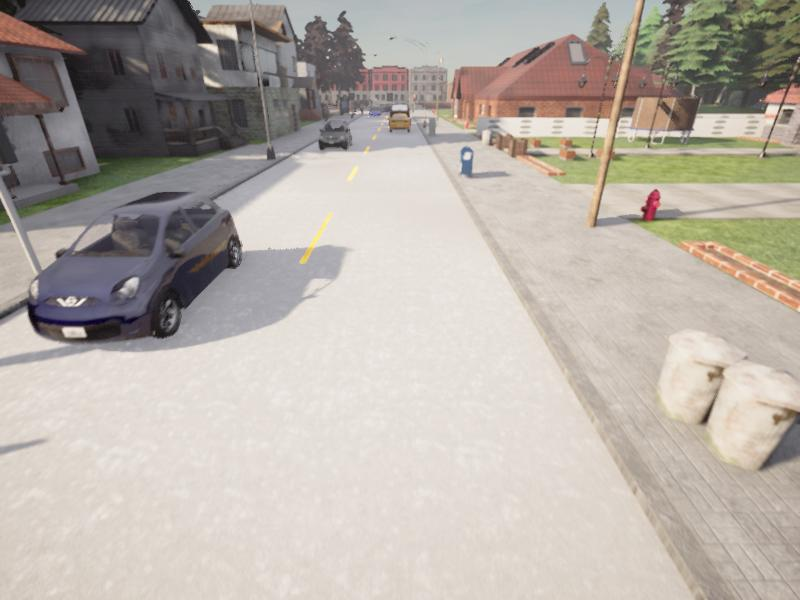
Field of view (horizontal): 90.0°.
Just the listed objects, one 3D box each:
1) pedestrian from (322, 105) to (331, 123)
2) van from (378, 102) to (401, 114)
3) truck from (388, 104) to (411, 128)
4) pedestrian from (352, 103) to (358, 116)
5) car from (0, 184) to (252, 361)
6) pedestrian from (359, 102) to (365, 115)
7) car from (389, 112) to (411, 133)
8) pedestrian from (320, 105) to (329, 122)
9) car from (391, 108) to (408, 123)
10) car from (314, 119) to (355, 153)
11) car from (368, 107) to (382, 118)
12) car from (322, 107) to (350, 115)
[{"bbox_3d":[-8.549,-21.712,46.735,0.751,1.860,0.751,2,27,3],"label":"pedestrian"},{"bbox_3d":[-1.958,-37.084,77.385,1.775,1.987,4.442,22,34,36],"label":"van"},{"bbox_3d":[-0.028,-20.355,44.107,2.390,2.098,6.274,0,27,0],"label":"truck"},{"bbox_3d":[-7.181,-30.359,63.605,0.751,1.860,0.751,1,27,3],"label":"pedestrian"},{"bbox_3d":[-4.002,-0.722,6.379,1.845,1.501,3.633,0,27,0],"label":"car"},{"bbox_3d":[-6.384,-32.082,66.970,0.751,1.860,0.751,0,27,1],"label":"pedestrian"},{"bbox_3d":[-0.021,-16.703,37.589,1.882,1.535,5.008,0,27,0],"label":"car"},{"bbox_3d":[-9.141,-22.544,48.358,0.751,1.860,0.751,0,27,0],"label":"pedestrian"},{"bbox_3d":[-0.041,-23.619,51.127,2.128,1.511,4.902,0,27,0],"label":"car"},{"bbox_3d":[-4.015,-10.339,25.083,1.851,1.617,3.988,0,27,0],"label":"car"},{"bbox_3d":[-4.037,-30.921,65.895,2.007,1.525,4.514,0,27,0],"label":"car"},{"bbox_3d":[-11.829,-35.029,74.116,4.718,1.301,1.895,0,27,0],"label":"car"}]
